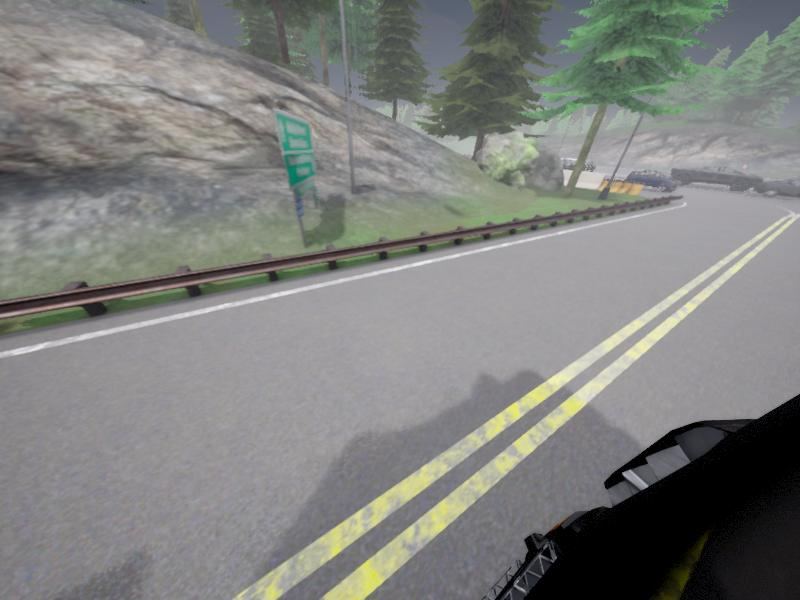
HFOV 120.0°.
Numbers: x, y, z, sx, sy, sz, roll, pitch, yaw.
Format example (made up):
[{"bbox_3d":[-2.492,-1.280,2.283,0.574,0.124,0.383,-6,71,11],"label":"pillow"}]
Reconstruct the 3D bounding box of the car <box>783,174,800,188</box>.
[{"bbox_3d":[53.245,-15.027,29.482,1.816,1.474,4.193,-17,38,-26],"label":"car"}]

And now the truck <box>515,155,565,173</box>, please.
[{"bbox_3d":[22.513,-22.161,37.463,2.390,2.098,6.274,-17,38,-26],"label":"truck"}]

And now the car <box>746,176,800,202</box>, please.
[{"bbox_3d":[32.305,-8.717,18.422,2.128,1.511,4.902,-17,38,-27],"label":"car"}]

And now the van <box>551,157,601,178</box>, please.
[{"bbox_3d":[23.259,-17.646,30.758,2.069,2.038,4.480,-16,38,-26],"label":"van"}]

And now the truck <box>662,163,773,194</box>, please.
[{"bbox_3d":[32.353,-12.711,23.918,2.390,2.098,6.274,-17,38,-26],"label":"truck"}]

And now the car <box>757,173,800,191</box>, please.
[{"bbox_3d":[46.723,-13.769,27.057,1.882,1.535,5.008,-17,38,-26],"label":"car"}]

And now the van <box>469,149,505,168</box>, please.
[{"bbox_3d":[15.416,-25.389,41.423,1.988,2.561,5.915,-17,38,-26],"label":"van"}]

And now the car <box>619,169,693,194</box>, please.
[{"bbox_3d":[22.321,-10.513,20.370,1.789,1.549,3.705,-11,36,-20],"label":"car"}]

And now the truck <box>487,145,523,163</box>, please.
[{"bbox_3d":[28.406,-39.907,63.095,2.891,3.827,8.468,-17,38,-26],"label":"truck"}]
